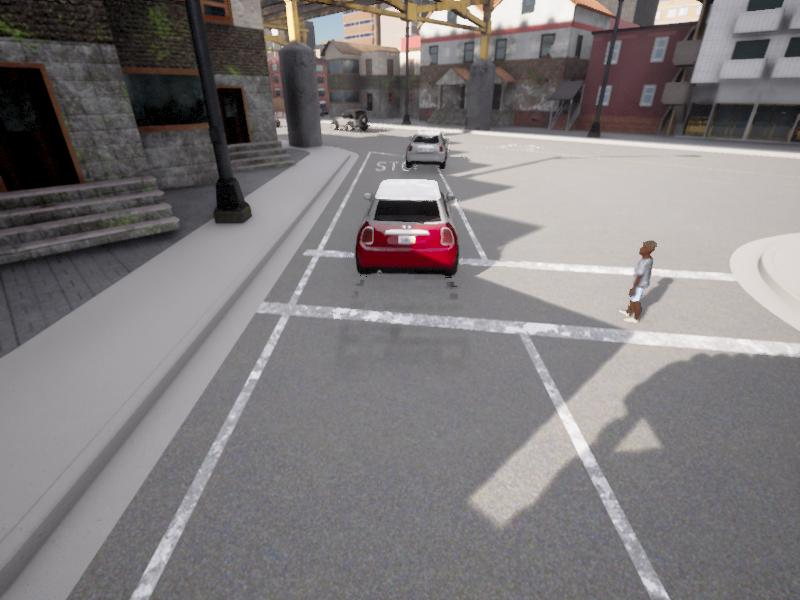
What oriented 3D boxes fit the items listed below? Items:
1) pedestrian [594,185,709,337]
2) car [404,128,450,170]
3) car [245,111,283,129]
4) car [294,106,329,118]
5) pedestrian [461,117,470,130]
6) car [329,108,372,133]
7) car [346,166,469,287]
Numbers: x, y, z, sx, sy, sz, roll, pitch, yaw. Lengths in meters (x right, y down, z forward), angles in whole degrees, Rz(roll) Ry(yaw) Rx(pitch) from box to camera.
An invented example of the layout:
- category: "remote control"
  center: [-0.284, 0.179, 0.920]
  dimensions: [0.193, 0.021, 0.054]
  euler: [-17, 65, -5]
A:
- category: "pedestrian"
  center: [3.469, -0.552, 5.616]
  dimensions: [0.751, 1.860, 0.751]
  euler: [-23, 35, -37]
- category: "car"
  center: [1.376, -7.487, 19.612]
  dimensions: [1.970, 1.475, 3.806]
  euler: [3, 27, 6]
- category: "car"
  center: [-14.020, -18.538, 41.162]
  dimensions: [1.816, 1.474, 4.193]
  euler: [-24, 36, -39]
- category: "car"
  center: [-13.342, -28.487, 60.434]
  dimensions: [4.974, 1.542, 2.038]
  euler: [-7, 28, -13]
- category: "pedestrian"
  center: [5.929, -15.906, 36.055]
  dimensions: [0.500, 1.100, 0.500]
  euler: [-18, 32, -31]
- category: "car"
  center: [-4.598, -16.646, 37.016]
  dimensions: [1.905, 1.878, 3.866]
  euler: [-24, 36, -39]
- category: "car"
  center: [0.188, -1.769, 8.464]
  dimensions: [1.970, 1.475, 3.806]
  euler: [1, 27, 2]
